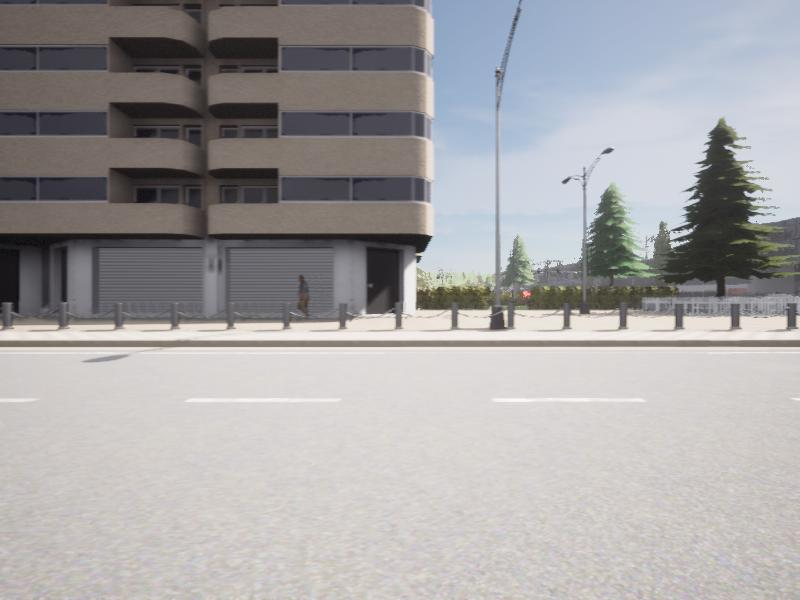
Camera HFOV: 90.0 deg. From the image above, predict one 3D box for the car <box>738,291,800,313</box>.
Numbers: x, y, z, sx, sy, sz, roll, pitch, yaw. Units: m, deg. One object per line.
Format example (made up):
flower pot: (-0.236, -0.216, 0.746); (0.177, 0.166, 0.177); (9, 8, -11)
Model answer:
car: (30.162, 0.171, 32.090); (2.033, 1.649, 4.856); (0, 0, 0)

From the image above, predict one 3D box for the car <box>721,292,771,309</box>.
car: (40.586, 0.047, 47.032); (1.932, 1.855, 4.605); (0, 1, 1)

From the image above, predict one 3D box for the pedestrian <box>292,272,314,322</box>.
pedestrian: (-3.733, -0.117, 15.489); (0.751, 1.860, 0.751); (0, 0, -8)
